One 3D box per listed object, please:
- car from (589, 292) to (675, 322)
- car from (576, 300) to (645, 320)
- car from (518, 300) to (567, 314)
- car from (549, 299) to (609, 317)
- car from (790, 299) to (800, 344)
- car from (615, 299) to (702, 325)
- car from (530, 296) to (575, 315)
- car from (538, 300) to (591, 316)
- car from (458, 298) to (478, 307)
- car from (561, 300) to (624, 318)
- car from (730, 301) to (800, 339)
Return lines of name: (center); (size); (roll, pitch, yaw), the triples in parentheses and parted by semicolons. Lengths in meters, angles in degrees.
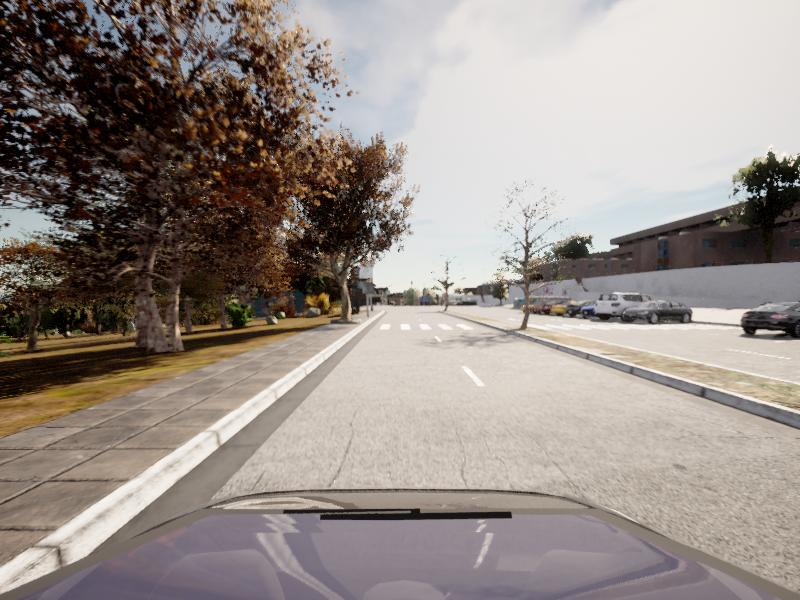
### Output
car: (16.925, 0.515, 29.200); (5.566, 2.045, 2.435); (1, 0, -20)
car: (16.903, 0.769, 32.164); (5.008, 1.535, 2.097); (1, 0, -20)
car: (16.735, 0.799, 47.012); (5.366, 1.575, 1.946); (1, 0, -20)
car: (17.075, 0.780, 38.197); (5.366, 1.575, 1.946); (1, 0, -20)
car: (16.712, 0.783, 14.209); (5.366, 1.575, 1.946); (1, 0, -20)
car: (16.903, 0.768, 26.198); (4.892, 1.521, 2.231); (1, 0, -20)
car: (16.799, 0.569, 44.054); (4.442, 1.987, 1.878); (1, 0, -20)
car: (16.929, 0.819, 41.127); (4.792, 1.488, 2.163); (1, 0, -20)
car: (16.836, 0.659, 99.323); (4.442, 1.987, 1.878); (1, -1, -20)
car: (16.893, 0.776, 35.150); (4.892, 1.521, 2.231); (1, 0, -20)
car: (16.883, 0.820, 17.258); (4.674, 1.452, 2.002); (1, 0, -20)
